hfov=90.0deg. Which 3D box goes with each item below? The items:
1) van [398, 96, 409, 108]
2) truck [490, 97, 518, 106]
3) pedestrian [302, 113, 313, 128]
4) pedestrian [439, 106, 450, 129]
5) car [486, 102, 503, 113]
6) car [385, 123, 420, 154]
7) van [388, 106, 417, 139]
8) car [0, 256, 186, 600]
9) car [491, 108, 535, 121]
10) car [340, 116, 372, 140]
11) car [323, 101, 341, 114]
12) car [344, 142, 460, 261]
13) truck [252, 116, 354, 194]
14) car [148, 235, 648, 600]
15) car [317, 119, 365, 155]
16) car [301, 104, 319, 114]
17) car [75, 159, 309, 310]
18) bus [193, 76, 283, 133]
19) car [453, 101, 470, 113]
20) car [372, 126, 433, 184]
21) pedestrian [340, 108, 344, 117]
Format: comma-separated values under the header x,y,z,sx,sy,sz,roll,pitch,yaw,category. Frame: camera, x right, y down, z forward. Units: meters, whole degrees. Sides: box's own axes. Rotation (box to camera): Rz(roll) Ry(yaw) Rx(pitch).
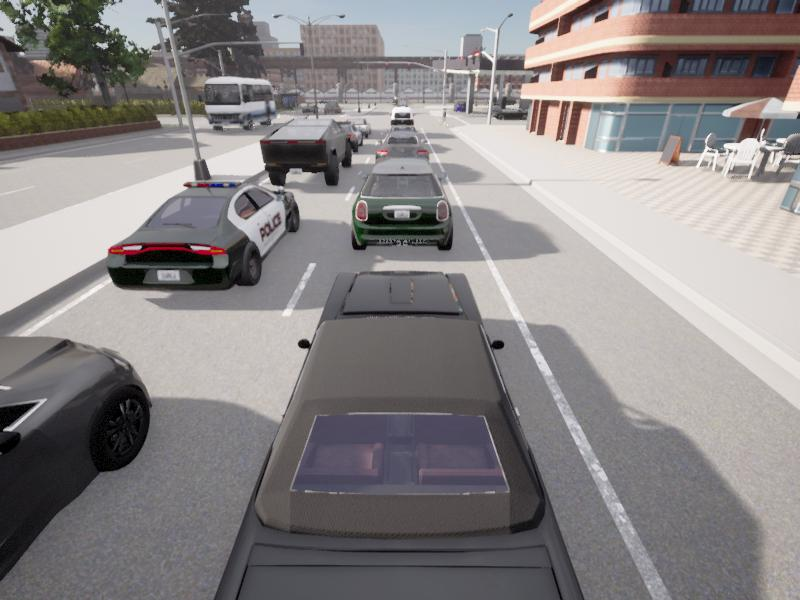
x,y,z,sx,sy,sz,roll,pitch,yaw,category
0.752,-45.414,91.582,2.351,2.431,6.366,0,27,0,van
26.303,-50.264,101.307,6.274,2.098,2.390,0,27,1,truck
-8.766,-17.043,37.981,0.751,1.300,0.751,3,28,5,pedestrian
4.193,-17.185,37.643,0.751,1.860,0.751,14,31,25,pedestrian
16.003,-32.558,67.682,1.970,1.475,3.806,0,27,1,car
0.178,-9.796,24.043,1.895,1.301,4.718,0,27,0,car
0.190,-13.667,30.708,2.069,2.038,4.480,0,27,0,van
-3.506,1.400,2.014,2.242,1.667,4.611,0,27,0,car
13.821,-22.811,49.174,4.718,1.301,1.895,0,27,0,car
-3.265,-13.292,30.793,1.895,1.301,4.718,0,27,0,car
-10.978,-31.106,64.661,2.097,1.767,4.553,0,27,0,car
0.058,-2.617,9.637,2.097,1.767,4.553,0,27,0,car
-3.390,-5.943,15.730,2.390,2.098,6.274,0,27,0,truck
0.007,0.777,3.625,1.895,1.301,4.718,0,27,0,car
-3.323,-9.736,23.668,2.038,1.542,4.974,0,27,0,car
-14.479,-30.889,64.673,1.994,1.385,4.181,0,27,0,car
-3.456,-1.667,8.090,2.038,1.542,4.974,0,27,0,car
-14.583,-18.447,37.533,3.944,4.253,10.273,0,28,0,bus
10.252,-32.370,66.969,2.242,1.667,4.611,0,27,1,car
0.115,-6.222,16.786,2.152,1.651,5.027,0,27,0,car
-8.153,-26.379,56.230,0.500,1.100,0.500,-6,28,-12,pedestrian
